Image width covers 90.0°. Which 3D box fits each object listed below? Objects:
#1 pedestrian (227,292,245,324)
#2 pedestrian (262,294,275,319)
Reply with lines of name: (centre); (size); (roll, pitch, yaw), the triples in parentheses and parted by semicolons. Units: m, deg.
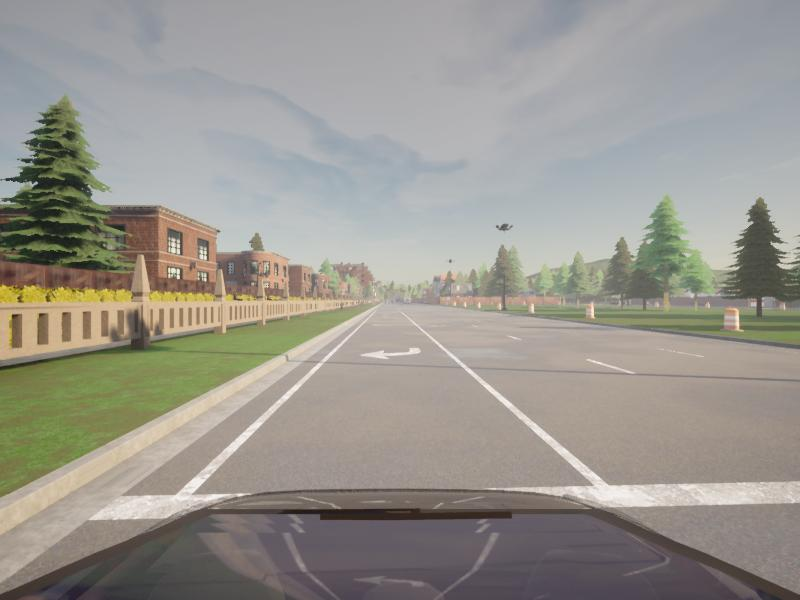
pedestrian: (-9.852, 0.485, 24.003); (0.751, 1.860, 0.751); (0, 0, 0)
pedestrian: (-9.926, 0.485, 30.109); (0.751, 1.860, 0.751); (0, 0, -3)
